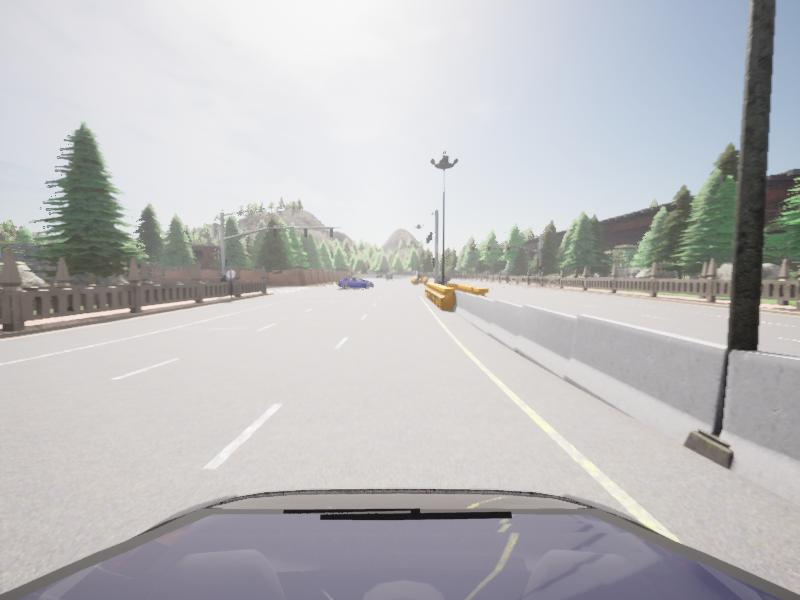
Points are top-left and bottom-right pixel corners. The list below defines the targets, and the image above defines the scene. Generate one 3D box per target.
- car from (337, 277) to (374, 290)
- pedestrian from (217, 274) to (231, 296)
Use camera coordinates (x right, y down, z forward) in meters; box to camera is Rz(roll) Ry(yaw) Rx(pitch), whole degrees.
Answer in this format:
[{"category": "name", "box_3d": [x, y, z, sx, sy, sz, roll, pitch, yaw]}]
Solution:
[{"category": "car", "box_3d": [-5.702, -2.140, 51.506, 4.514, 1.525, 2.007, -1, 4, -15]}, {"category": "pedestrian", "box_3d": [-14.983, -1.291, 34.060, 0.751, 1.860, 0.751, 0, 4, 2]}]
